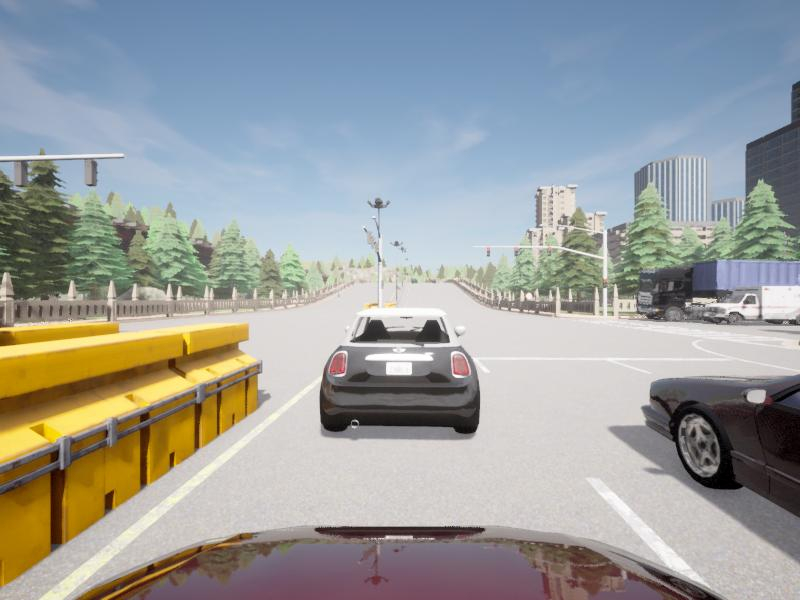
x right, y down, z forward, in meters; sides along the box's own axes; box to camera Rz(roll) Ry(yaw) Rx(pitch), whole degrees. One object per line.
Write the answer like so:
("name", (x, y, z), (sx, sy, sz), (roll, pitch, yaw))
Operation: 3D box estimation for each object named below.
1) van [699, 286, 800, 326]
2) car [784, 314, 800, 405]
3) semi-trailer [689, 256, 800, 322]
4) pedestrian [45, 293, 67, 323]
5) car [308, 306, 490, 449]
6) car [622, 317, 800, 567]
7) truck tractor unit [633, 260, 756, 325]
("van", (23.003, 0.378, 25.318), (6.366, 2.431, 2.351), (0, 0, 2))
("car", (6.991, 0.907, 4.212), (1.994, 1.385, 4.181), (0, 0, 2))
("semi-trailer", (28.925, -0.668, 28.604), (14.254, 4.402, 2.717), (1, 0, 2))
("pedestrian", (-21.493, 0.485, 24.993), (0.751, 1.860, 0.751), (0, 0, 5))
("car", (0.069, 0.853, 6.213), (1.970, 1.475, 3.806), (0, 0, 3))
("car", (3.389, 0.894, 1.761), (2.033, 1.411, 5.357), (0, 0, 2))
("truck tractor unit", (20.955, -0.601, 28.849), (6.516, 4.208, 3.053), (-2, 4, 3))
